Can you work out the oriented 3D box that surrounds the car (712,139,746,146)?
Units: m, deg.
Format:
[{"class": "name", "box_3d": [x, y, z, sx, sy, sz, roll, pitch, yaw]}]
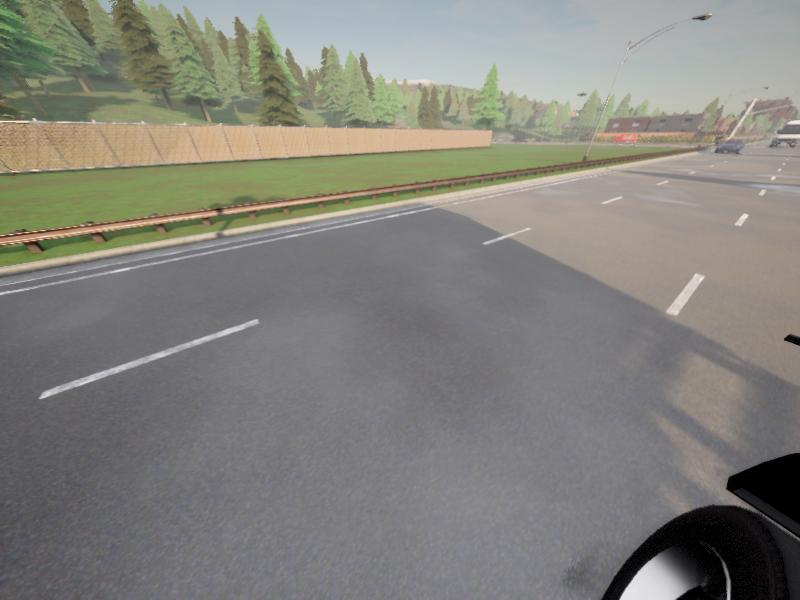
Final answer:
[{"class": "car", "box_3d": [79.437, -38.165, 55.829, 4.181, 1.385, 1.994, 14, 38, 20]}]

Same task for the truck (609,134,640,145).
[{"class": "truck", "box_3d": [62.408, -44.716, 64.323, 2.627, 2.467, 5.204, -22, 41, -27]}]

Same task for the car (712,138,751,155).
[{"class": "car", "box_3d": [45.719, -21.206, 31.839, 4.553, 1.767, 2.097, -22, 41, -28]}]

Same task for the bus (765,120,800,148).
[{"class": "bus", "box_3d": [77.897, -32.818, 45.795, 10.273, 4.253, 3.944, -22, 41, -28]}]
